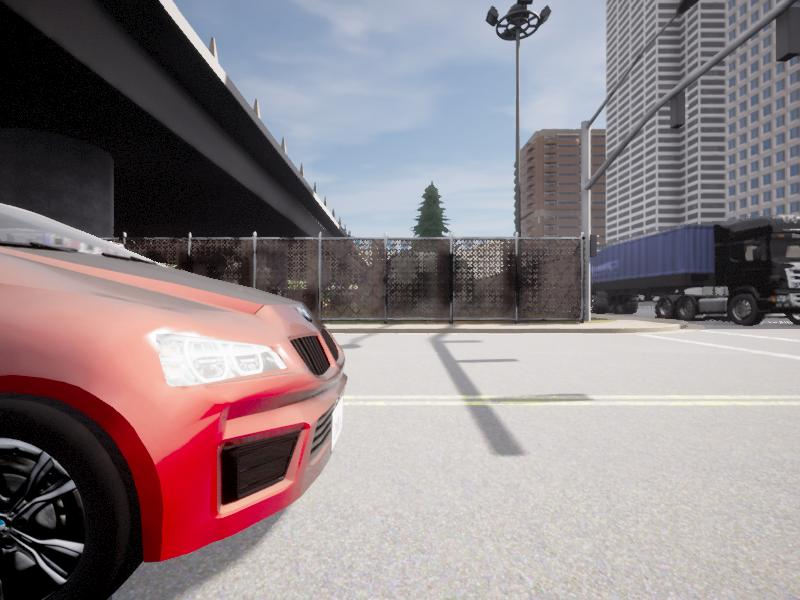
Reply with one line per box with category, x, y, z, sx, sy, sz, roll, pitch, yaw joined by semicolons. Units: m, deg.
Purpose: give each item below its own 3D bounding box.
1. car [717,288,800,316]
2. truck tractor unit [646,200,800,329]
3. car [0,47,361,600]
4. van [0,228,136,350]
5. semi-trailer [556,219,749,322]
car;24.082;0.121;26.659;2.033;1.649;4.856;0;0;0
truck tractor unit;13.536;-1.157;16.286;3.053;4.208;6.516;0;0;0
car;-2.621;0.156;2.179;4.611;1.667;2.242;0;0;0
van;-10.021;-0.222;9.204;6.366;2.431;2.351;0;0;0
semi-trailer;13.560;-1.274;24.206;2.717;4.402;14.254;0;0;0
